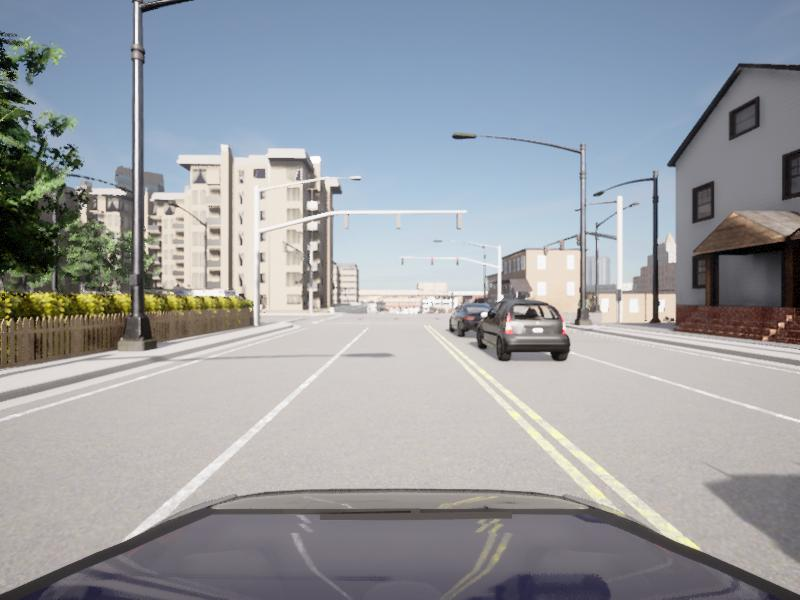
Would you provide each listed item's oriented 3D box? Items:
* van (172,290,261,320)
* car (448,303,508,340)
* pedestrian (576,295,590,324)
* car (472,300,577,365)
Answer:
[{"bbox_3d":[-15.325,0.413,33.641,6.366,2.431,2.351,0,0,1],"label":"van"},{"bbox_3d":[3.426,0.889,18.457,1.812,1.442,4.674,0,0,0],"label":"car"},{"bbox_3d":[12.110,0.602,26.468,0.751,1.860,0.751,0,0,16],"label":"pedestrian"},{"bbox_3d":[3.446,0.801,11.893,1.851,1.617,3.988,0,0,0],"label":"car"}]
